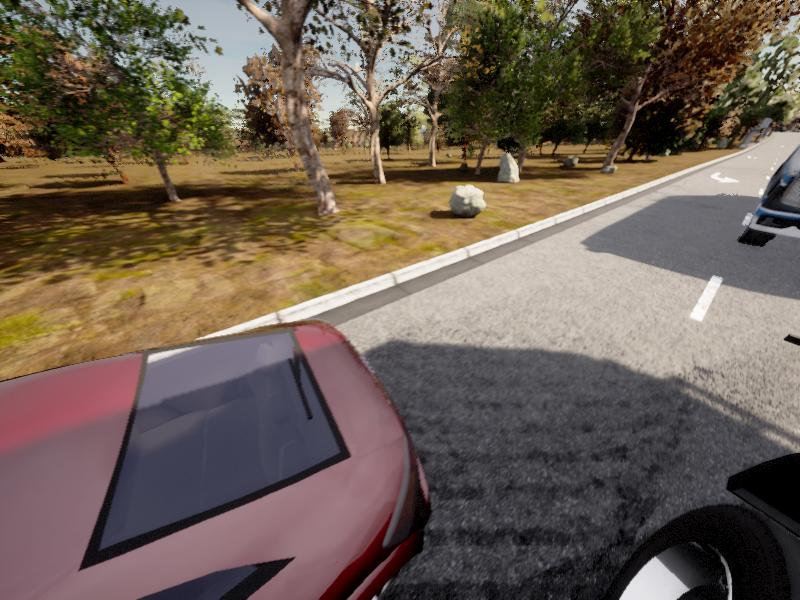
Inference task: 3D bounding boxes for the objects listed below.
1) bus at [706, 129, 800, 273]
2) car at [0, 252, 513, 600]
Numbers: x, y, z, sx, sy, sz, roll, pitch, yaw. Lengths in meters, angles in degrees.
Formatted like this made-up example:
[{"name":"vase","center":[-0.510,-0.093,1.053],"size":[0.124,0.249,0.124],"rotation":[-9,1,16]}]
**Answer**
[{"name":"bus","center":[12.356,-3.691,5.248],"size":[10.273,4.253,3.944],"rotation":[-23,41,-29]},{"name":"car","center":[-1.887,1.293,0.909],"size":[4.181,1.385,1.994],"rotation":[-22,41,-28]}]
